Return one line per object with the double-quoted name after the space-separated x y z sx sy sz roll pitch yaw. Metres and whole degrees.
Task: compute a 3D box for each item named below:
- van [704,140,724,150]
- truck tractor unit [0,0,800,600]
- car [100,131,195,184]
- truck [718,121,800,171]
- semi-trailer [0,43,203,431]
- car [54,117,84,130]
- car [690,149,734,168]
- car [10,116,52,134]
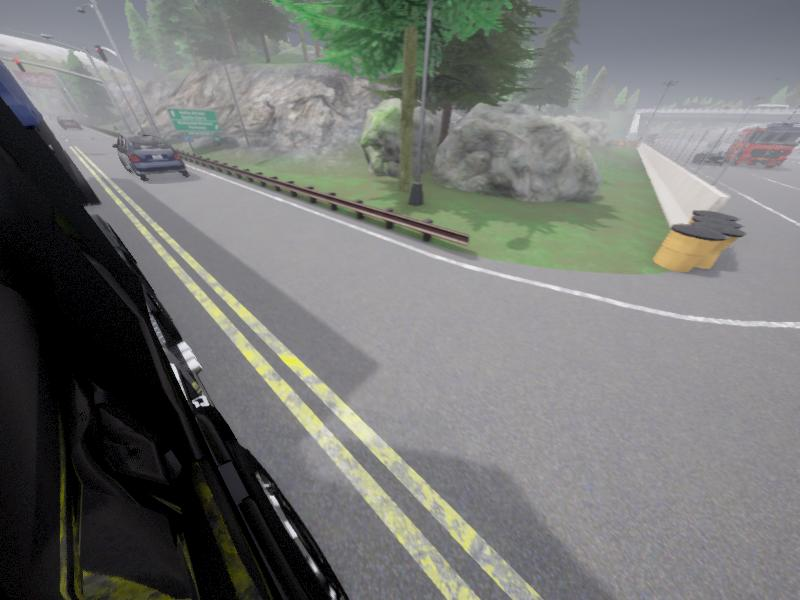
82.619 -40.879 60.809 1.775 1.987 4.442 27 44 29 "van"
-2.645 -0.295 0.351 6.516 4.208 3.053 28 44 30 "truck tractor unit"
-11.180 -6.422 10.244 3.705 1.549 1.789 28 44 29 "car"
38.641 -16.578 24.768 2.891 3.827 8.468 29 45 31 "truck"
-8.733 -3.569 4.210 14.254 4.402 2.717 28 44 30 "semi-trailer"
-54.081 -28.827 37.721 4.792 1.488 2.163 28 44 30 "car"
33.603 -15.386 25.022 1.895 1.301 4.718 28 44 30 "car"
-44.669 -21.227 28.028 4.856 1.649 2.033 27 44 30 "car"
